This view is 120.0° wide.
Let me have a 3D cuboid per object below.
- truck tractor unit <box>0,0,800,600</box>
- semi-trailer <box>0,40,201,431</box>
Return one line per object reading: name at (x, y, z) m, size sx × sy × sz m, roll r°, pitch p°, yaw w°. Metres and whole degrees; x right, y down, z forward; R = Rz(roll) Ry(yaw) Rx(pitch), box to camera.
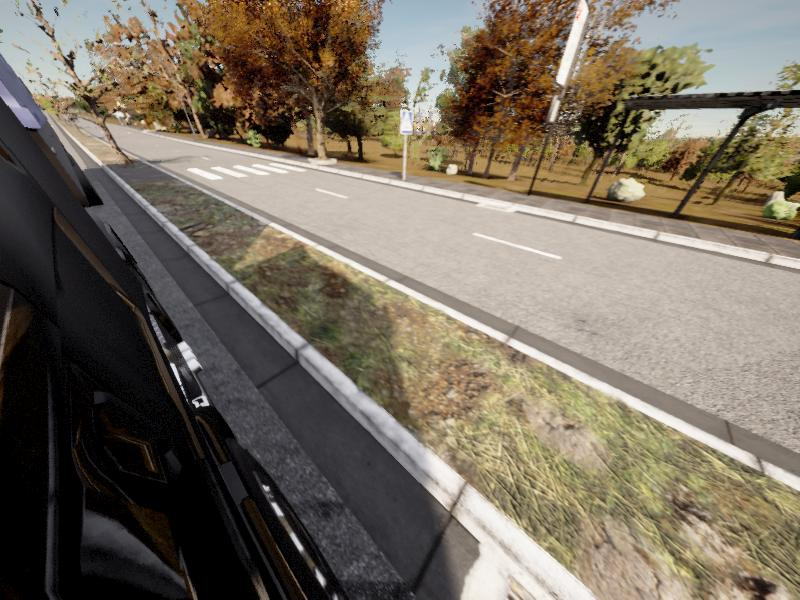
truck tractor unit at (-2.645, -0.295, 0.351) m, size 6.516 × 4.208 × 3.053 m, roll 28°, pitch 44°, yaw 30°
semi-trailer at (-8.700, -3.586, 4.251) m, size 14.254 × 4.402 × 2.717 m, roll 28°, pitch 43°, yaw 30°
